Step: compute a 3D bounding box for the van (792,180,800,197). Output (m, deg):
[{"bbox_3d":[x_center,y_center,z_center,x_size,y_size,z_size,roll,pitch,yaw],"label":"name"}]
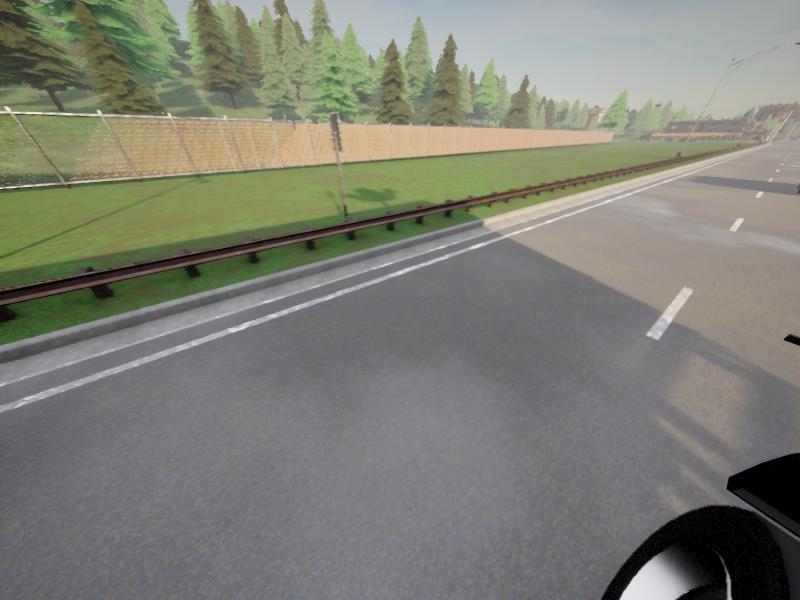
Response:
[{"bbox_3d":[19.598,-5.706,10.033,4.442,1.987,1.775,-23,41,-28],"label":"van"}]
